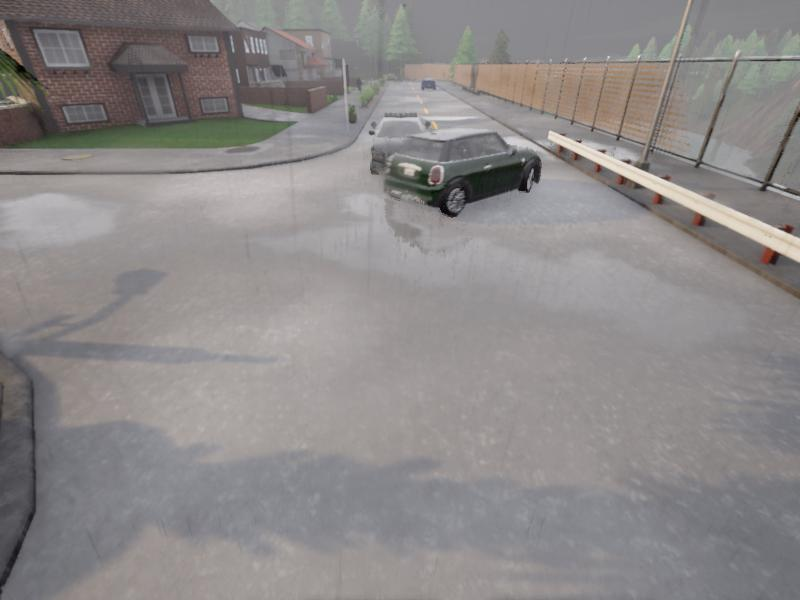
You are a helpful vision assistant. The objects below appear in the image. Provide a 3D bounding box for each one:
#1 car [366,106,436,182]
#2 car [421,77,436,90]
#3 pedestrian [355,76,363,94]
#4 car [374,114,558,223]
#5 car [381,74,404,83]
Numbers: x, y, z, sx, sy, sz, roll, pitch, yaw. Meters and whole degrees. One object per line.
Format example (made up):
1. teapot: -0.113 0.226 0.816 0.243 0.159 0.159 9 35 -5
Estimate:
1. car: 0.027 -5.552 13.809 1.930 1.638 5.238 0 30 0
2. car: 4.071 -31.253 57.707 1.882 1.535 5.008 0 30 0
3. pedestrian: -4.645 -24.603 45.798 0.751 1.860 0.751 0 30 -1
4. car: 1.779 -3.621 10.365 4.553 1.767 2.097 -25 38 -36
5. car: -1.582 -46.041 83.096 2.152 1.651 5.027 -23 37 -34
